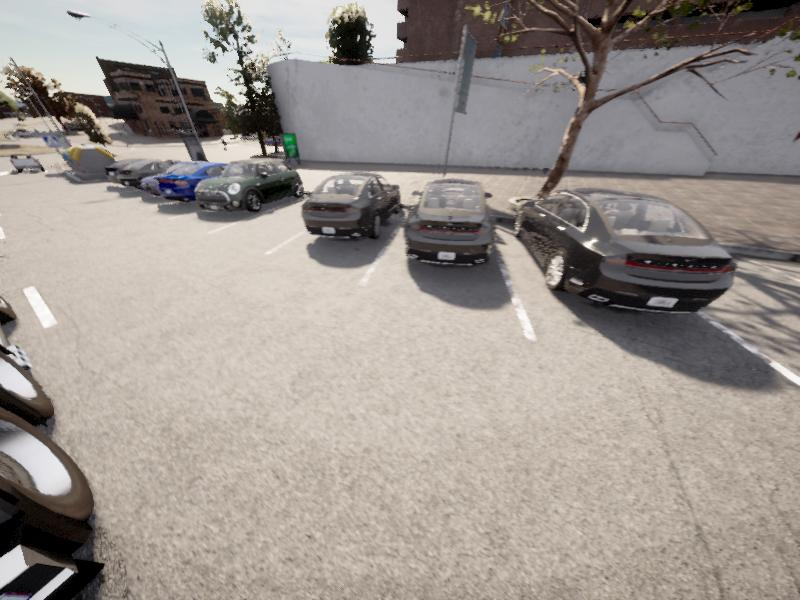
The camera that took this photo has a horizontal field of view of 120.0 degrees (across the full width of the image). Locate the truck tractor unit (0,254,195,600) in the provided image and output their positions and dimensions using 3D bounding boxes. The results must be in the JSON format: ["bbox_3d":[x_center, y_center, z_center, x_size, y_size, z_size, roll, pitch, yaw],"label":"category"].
[{"bbox_3d":[-5.098,-0.311,0.816,6.516,4.208,3.053,19,39,25],"label":"truck tractor unit"}]

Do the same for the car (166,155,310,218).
[{"bbox_3d":[-6.249,-5.062,9.851,2.185,1.767,4.553,7,35,10],"label":"car"}]

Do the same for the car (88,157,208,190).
[{"bbox_3d":[-16.143,-8.538,15.302,2.163,1.488,4.792,8,34,12],"label":"car"}]

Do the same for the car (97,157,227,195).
[{"bbox_3d":[-13.703,-7.622,13.884,2.231,1.521,4.892,8,34,12],"label":"car"}]

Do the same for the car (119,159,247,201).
[{"bbox_3d":[-11.228,-6.686,12.560,2.002,1.452,4.674,8,35,11],"label":"car"}]

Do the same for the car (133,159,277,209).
[{"bbox_3d":[-8.756,-5.822,11.202,2.097,1.535,5.008,7,34,11],"label":"car"}]

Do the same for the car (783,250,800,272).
[{"bbox_3d":[9.017,0.106,2.441,2.097,1.535,5.008,6,34,8],"label":"car"}]

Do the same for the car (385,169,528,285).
[{"bbox_3d":[1.310,-2.363,6.077,2.231,1.521,4.892,6,34,9],"label":"car"}]

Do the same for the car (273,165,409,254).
[{"bbox_3d":[-1.231,-3.209,7.329,2.231,1.521,4.892,6,34,10],"label":"car"}]

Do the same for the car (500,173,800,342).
[{"bbox_3d":[3.866,-1.527,4.844,2.231,1.521,4.892,6,34,9],"label":"car"}]
